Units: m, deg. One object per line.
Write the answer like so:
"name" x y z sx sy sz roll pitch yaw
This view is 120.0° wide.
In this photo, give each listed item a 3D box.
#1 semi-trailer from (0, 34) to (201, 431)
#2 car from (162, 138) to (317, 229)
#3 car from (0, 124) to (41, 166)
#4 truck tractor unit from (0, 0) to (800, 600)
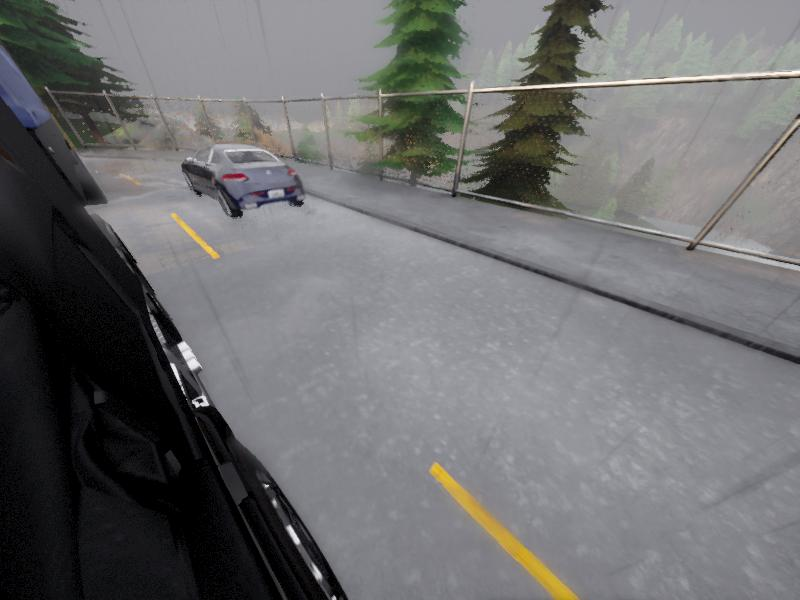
"semi-trailer" -8.657 -3.630 4.273 14.254 4.402 2.717 29 44 30
"car" -5.126 -3.993 7.324 5.027 1.651 2.152 30 44 31
"car" -21.541 -7.172 10.610 4.974 1.542 2.038 -13 40 -20
"truck tractor unit" -2.645 -0.295 0.351 6.516 4.208 3.053 28 44 30
